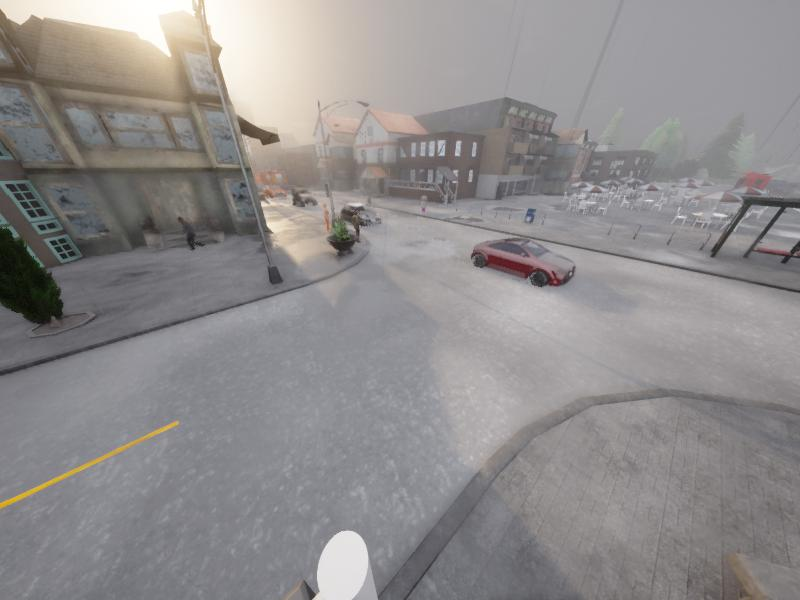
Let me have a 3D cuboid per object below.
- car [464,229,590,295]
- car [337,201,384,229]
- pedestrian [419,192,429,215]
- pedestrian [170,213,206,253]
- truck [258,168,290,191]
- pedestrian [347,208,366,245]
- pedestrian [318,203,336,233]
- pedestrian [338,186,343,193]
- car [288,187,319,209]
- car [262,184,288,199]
[{"bbox_3d":[5.276,-1.911,10.153,1.994,1.385,4.181,-24,38,-35],"label":"car"},{"bbox_3d":[-3.242,-7.030,18.912,1.970,1.475,3.806,-23,37,-34],"label":"car"},{"bbox_3d":[2.290,-9.220,22.065,0.751,1.860,0.751,7,31,11],"label":"pedestrian"},{"bbox_3d":[-11.297,-3.597,12.354,0.751,1.860,0.751,-26,39,-37],"label":"pedestrian"},{"bbox_3d":[-25.706,-24.553,46.913,2.891,3.827,8.468,-23,37,-34],"label":"truck"},{"bbox_3d":[-2.539,-4.324,13.587,0.751,1.860,0.751,-12,32,-20],"label":"pedestrian"},{"bbox_3d":[-5.016,-5.658,15.897,0.751,1.860,0.751,0,30,1],"label":"pedestrian"},{"bbox_3d":[-10.356,-19.152,40.076,0.500,1.100,0.500,24,38,35],"label":"pedestrian"},{"bbox_3d":[-11.460,-12.115,27.307,1.905,1.878,3.866,-23,37,-34],"label":"car"},{"bbox_3d":[-18.991,-16.560,35.101,2.097,1.767,4.553,-23,37,-34],"label":"car"}]
